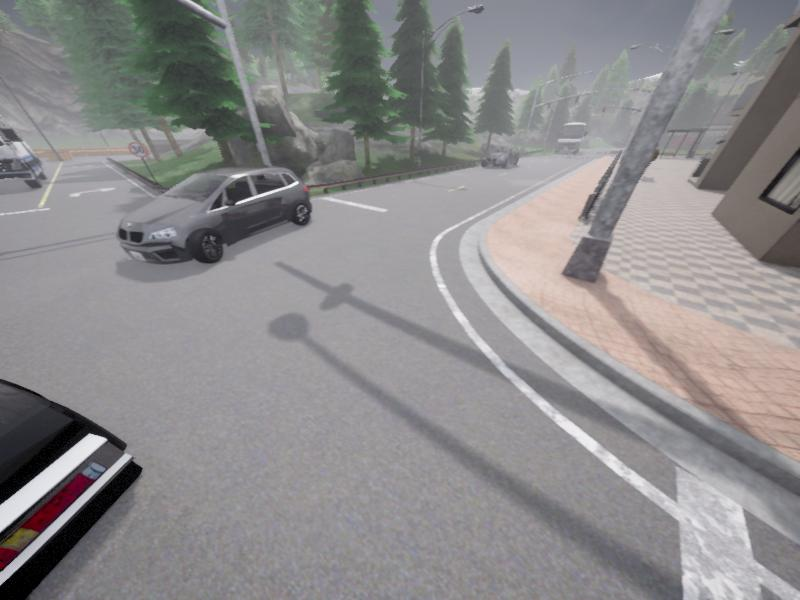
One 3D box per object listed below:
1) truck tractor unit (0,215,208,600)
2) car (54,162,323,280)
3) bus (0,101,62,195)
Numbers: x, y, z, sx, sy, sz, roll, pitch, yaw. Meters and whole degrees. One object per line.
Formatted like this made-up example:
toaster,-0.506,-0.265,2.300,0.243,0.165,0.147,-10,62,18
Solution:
truck tractor unit,-5.334,0.048,0.282,6.516,4.208,3.053,6,36,9
car,-4.591,-2.544,6.220,2.242,1.667,4.611,12,37,18
bus,-24.911,-9.130,13.615,10.273,4.253,3.944,26,43,32
